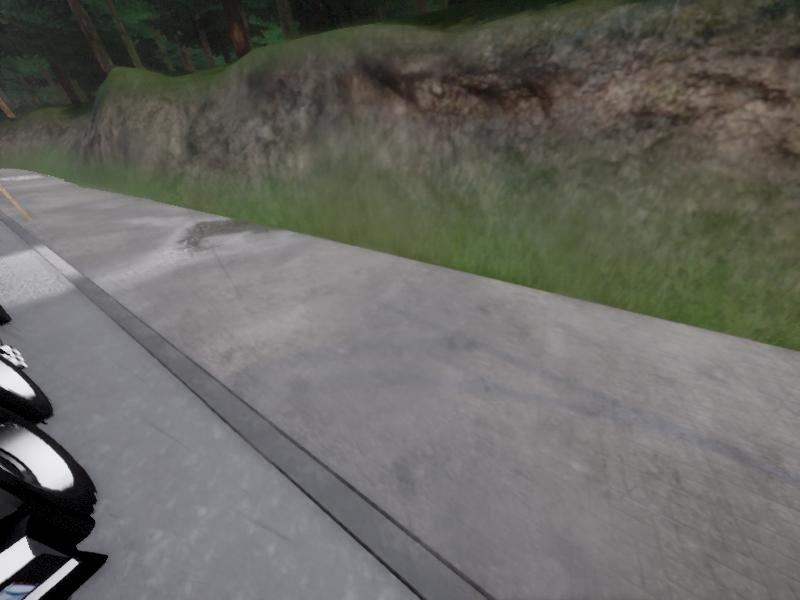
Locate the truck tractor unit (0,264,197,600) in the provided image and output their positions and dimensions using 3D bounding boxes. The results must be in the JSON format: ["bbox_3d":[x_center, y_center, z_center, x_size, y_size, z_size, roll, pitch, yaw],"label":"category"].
[{"bbox_3d":[-5.116,-0.295,0.781,6.516,4.208,3.053,18,39,24],"label":"truck tractor unit"}]
